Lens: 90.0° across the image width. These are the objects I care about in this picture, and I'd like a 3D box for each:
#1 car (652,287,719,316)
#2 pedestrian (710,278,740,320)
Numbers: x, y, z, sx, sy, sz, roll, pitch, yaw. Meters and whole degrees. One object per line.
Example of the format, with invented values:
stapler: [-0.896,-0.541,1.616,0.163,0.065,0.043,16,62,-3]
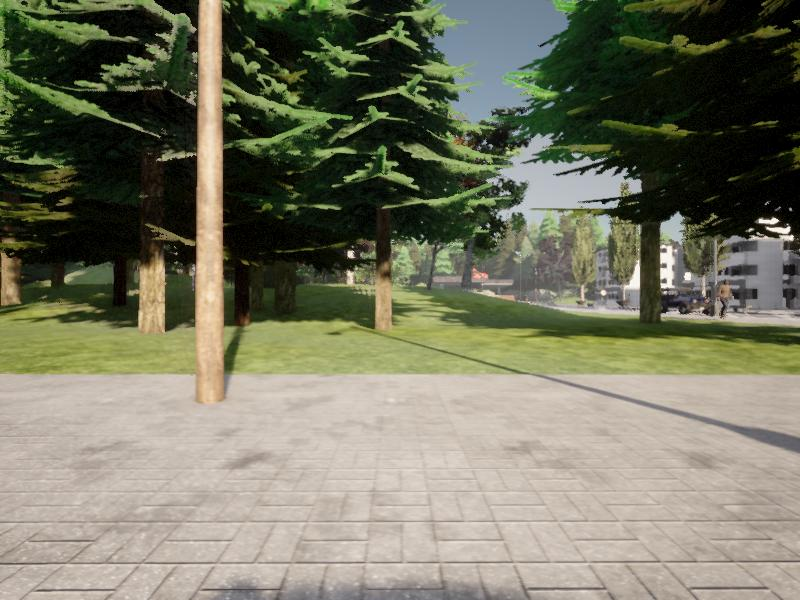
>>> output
car: [19.875,0.084,28.070,1.905,1.878,3.866,0,1,0]
pedestrian: [14.613,-0.036,18.029,0.751,1.860,0.751,0,0,4]
